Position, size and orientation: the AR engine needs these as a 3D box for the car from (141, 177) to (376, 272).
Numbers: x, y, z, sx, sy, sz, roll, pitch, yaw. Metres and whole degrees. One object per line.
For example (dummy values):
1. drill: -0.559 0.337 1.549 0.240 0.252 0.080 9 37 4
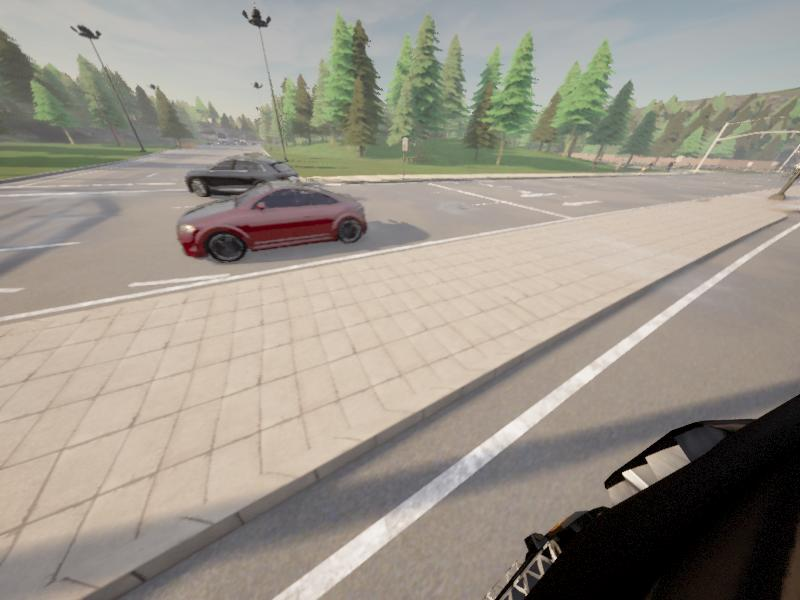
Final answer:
1. car: -2.932 -2.146 5.762 4.181 1.385 1.994 -16 38 -26

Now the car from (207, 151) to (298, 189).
1. car: -8.798 -7.870 13.844 4.974 1.542 2.038 19 36 24

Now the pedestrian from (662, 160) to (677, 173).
1. pedestrian: 45.782 -22.602 39.252 0.751 1.860 0.751 -8 35 -15

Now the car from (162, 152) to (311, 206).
1. car: -6.839 -5.413 10.187 4.856 1.649 2.033 6 35 5

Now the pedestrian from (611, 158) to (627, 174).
1. pedestrian: 30.931 -18.892 32.615 0.751 1.860 0.751 -14 37 -24

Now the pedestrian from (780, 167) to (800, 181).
1. pedestrian: 61.013 -19.663 36.173 0.751 1.860 0.751 -16 38 -26

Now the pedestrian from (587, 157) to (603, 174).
1. pedestrian: 25.818 -17.766 30.560 0.751 1.860 0.751 -13 37 -22

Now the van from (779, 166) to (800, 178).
1. van: 81.303 -26.378 47.610 4.480 2.038 2.069 -14 37 -23

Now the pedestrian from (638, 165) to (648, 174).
1. pedestrian: 36.826 -19.754 35.016 0.500 1.100 0.500 -15 38 -25

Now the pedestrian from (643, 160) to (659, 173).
1. pedestrian: 40.168 -21.344 36.961 0.751 1.860 0.751 -11 36 -19
